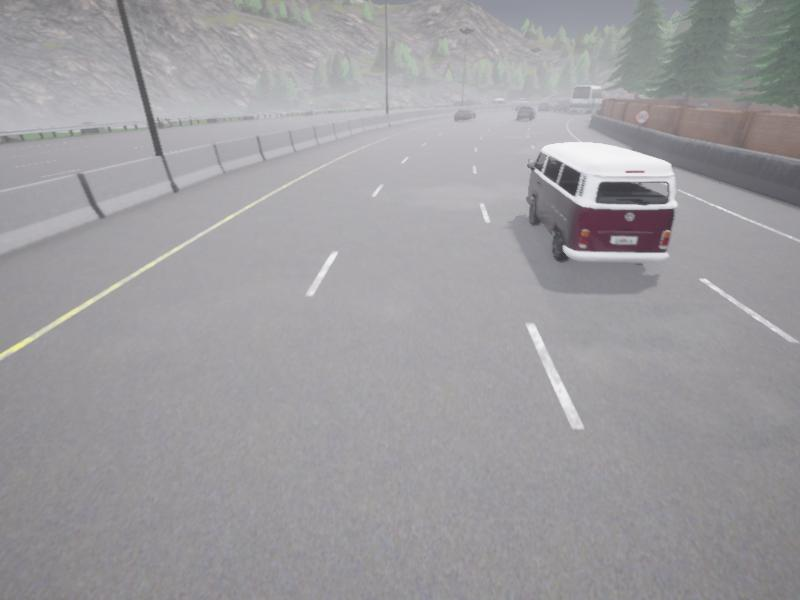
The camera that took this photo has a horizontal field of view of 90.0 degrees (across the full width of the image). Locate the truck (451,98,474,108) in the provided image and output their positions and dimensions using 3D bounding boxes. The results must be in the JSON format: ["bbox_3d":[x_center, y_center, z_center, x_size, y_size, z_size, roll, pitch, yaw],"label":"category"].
[{"bbox_3d":[15.206,-47.593,96.566,2.390,2.098,6.274,20,33,34],"label":"truck"}]

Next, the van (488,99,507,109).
[{"bbox_3d":[21.581,-43.510,88.713,2.069,2.038,4.480,20,33,33],"label":"van"}]

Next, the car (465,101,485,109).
[{"bbox_3d":[16.592,-42.939,88.158,2.038,1.542,4.974,19,33,33],"label":"car"}]

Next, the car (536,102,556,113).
[{"bbox_3d":[27.209,-36.023,74.648,2.033,1.649,4.856,18,33,30],"label":"car"}]

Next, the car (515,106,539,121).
[{"bbox_3d":[16.298,-23.938,51.214,2.033,1.649,4.856,11,29,21],"label":"car"}]

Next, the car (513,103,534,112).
[{"bbox_3d":[23.374,-36.311,75.457,2.033,1.411,5.357,18,32,31],"label":"car"}]

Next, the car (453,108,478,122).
[{"bbox_3d":[8.274,-23.408,50.475,1.994,1.385,4.181,11,29,20],"label":"car"}]

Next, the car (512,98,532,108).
[{"bbox_3d":[29.534,-47.839,97.094,2.150,2.045,5.566,23,35,37],"label":"car"}]

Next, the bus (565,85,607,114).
[{"bbox_3d":[32.923,-35.474,70.718,3.944,4.253,10.273,17,32,30],"label":"bus"}]

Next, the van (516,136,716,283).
[{"bbox_3d":[4.099,-2.263,8.754,2.069,2.038,4.480,2,27,5],"label":"van"}]

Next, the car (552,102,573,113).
[{"bbox_3d":[29.117,-34.517,71.730,2.152,1.651,5.027,17,32,30],"label":"car"}]
